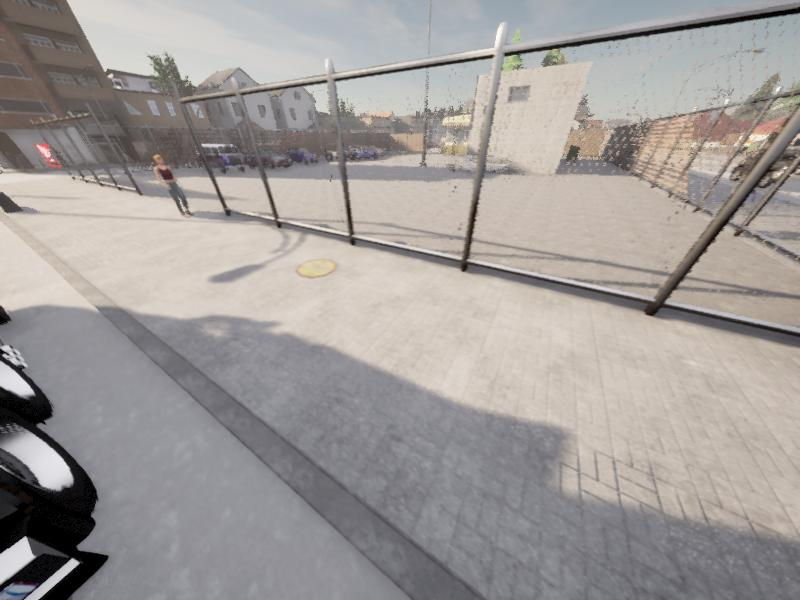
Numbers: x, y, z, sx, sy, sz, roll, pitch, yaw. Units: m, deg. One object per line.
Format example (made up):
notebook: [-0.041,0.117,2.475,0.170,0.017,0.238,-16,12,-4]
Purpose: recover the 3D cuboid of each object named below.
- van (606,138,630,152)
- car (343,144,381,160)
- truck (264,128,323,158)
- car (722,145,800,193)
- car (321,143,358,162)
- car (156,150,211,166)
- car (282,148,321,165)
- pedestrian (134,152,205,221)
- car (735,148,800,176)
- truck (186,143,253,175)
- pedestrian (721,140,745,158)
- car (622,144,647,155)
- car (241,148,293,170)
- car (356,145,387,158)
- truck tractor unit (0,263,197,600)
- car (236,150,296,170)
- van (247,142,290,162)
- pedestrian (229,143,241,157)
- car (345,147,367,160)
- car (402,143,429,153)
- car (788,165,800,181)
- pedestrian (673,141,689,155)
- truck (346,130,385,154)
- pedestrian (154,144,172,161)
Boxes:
van: [47.959,-34.254,51.028,2.351,2.431,6.366,18,39,24]
car: [-5.161,-20.393,31.800,4.611,1.667,2.242,18,39,24]
truck: [-17.418,-26.422,38.816,2.891,3.827,8.468,18,39,24]
car: [20.751,-7.236,12.562,1.932,1.855,4.605,18,39,24]
car: [-7.530,-18.420,28.802,3.866,1.878,1.905,18,39,24]
car: [-25.756,-17.130,27.693,1.994,1.385,4.181,18,39,25]
car: [-10.895,-16.000,25.656,3.633,1.501,1.845,18,39,24]
pedestrian: [-7.381,-3.664,7.496,0.751,1.860,0.751,18,39,25]
car: [29.150,-10.703,17.770,2.007,1.525,4.514,17,38,23]
truck: [-15.010,-11.846,19.286,4.478,2.038,2.069,18,39,24]
pedestrian: [41.928,-19.049,29.125,0.751,1.860,0.751,16,38,23]
car: [39.057,-25.205,38.565,1.816,1.474,4.193,18,39,24]
car: [-12.630,-13.636,22.257,1.789,1.547,3.705,18,39,24]
car: [-4.211,-22.119,34.392,4.193,1.474,1.816,18,39,24]
truck tractor unit: [-5.115,-0.296,0.781,6.516,4.208,3.053,18,39,24]
car: [-12.882,-13.510,22.204,5.357,1.415,2.033,18,39,24]
van: [-17.998,-20.535,31.926,2.069,2.038,4.480,18,39,24]
pedestrian: [-26.087,-23.708,36.496,0.751,1.860,0.751,22,41,29]
car: [-5.699,-19.078,30.096,2.207,1.379,1.481,18,39,24]
car: [3.267,-31.864,48.401,5.366,1.575,1.801,17,38,23]
car: [25.773,-7.545,13.194,1.851,1.617,3.988,18,39,25]
pedestrian: [44.439,-24.075,36.508,0.751,1.860,0.751,-22,40,-28]
truck: [-6.680,-32.282,47.138,2.891,3.827,8.468,20,40,26]
pedestrian: [-30.164,-18.774,29.429,0.751,1.860,0.751,25,42,31]
